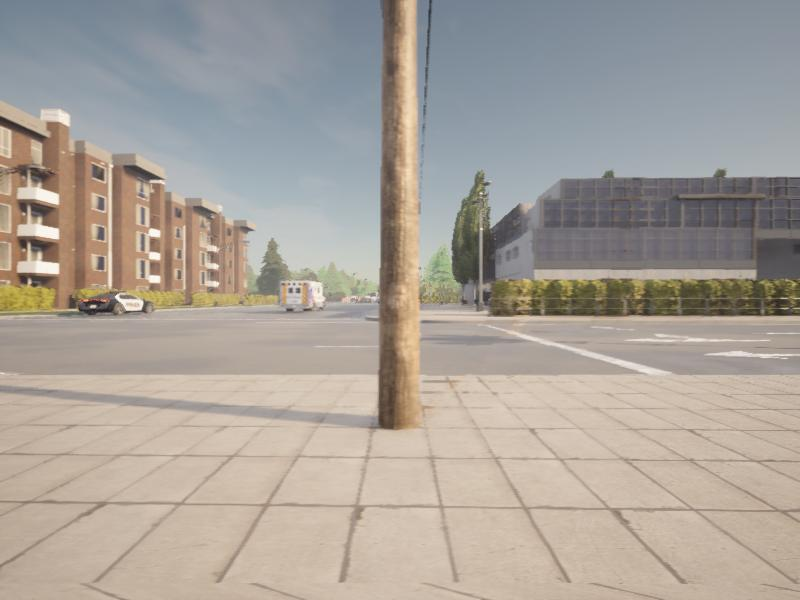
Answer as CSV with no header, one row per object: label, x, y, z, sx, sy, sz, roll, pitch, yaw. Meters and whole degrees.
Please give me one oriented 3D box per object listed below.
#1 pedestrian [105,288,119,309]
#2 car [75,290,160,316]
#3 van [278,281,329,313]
pedestrian,-26.203,-0.121,36.416,0.751,1.860,0.751,0,0,1
car,-18.324,0.219,26.356,2.038,1.542,4.974,0,0,1
van,-7.911,-0.228,33.721,2.351,2.431,6.366,0,0,4
